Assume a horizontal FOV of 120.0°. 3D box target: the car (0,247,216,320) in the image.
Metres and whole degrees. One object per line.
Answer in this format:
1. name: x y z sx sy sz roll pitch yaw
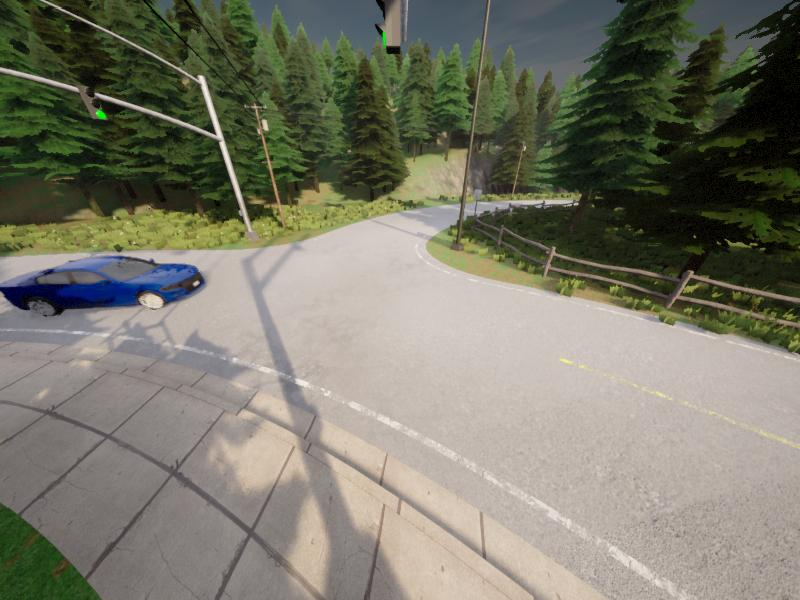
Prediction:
1. car: -9.864 -0.675 7.943 5.008 1.535 1.882 -4 31 -6
